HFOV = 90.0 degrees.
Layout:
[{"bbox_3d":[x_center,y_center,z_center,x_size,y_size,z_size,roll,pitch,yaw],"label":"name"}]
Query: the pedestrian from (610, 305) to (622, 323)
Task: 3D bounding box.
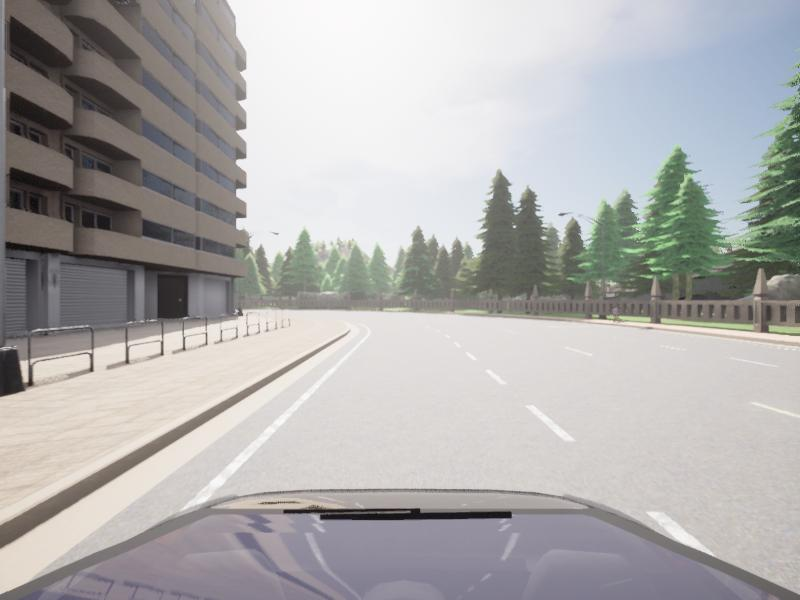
[{"bbox_3d":[13.484,0.854,24.962,0.500,1.100,0.500,0,0,-3],"label":"pedestrian"}]
